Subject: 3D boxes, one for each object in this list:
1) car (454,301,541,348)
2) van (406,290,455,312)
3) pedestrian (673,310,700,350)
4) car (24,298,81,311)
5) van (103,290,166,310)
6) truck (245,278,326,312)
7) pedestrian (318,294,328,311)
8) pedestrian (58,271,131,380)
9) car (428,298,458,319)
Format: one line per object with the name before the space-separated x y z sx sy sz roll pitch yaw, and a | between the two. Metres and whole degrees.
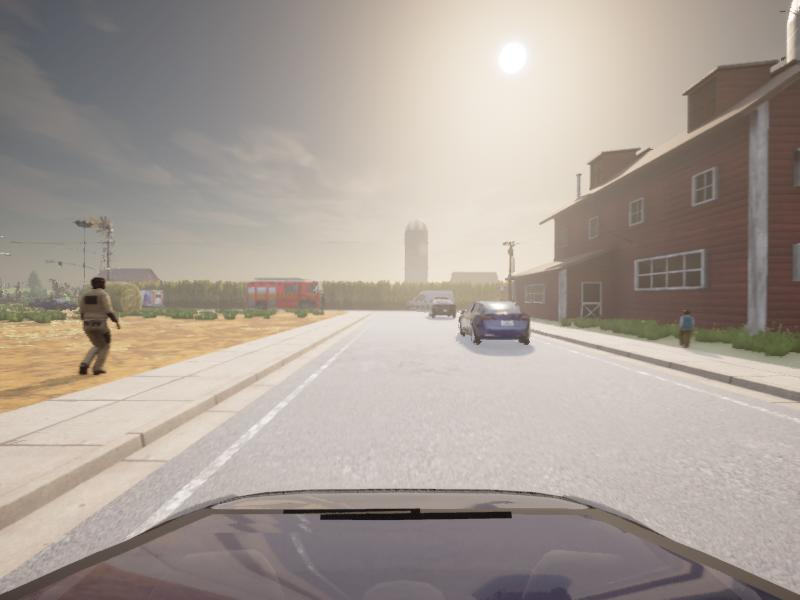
car | 3.500 0.796 15.400 2.163 1.488 4.792 0 0 0
van | 3.716 0.126 49.722 5.915 2.561 1.988 0 0 1
pedestrian | 8.312 0.849 11.621 0.500 1.100 0.500 0 0 17
car | -40.784 0.474 47.041 4.792 1.488 2.163 0 0 0
van | -33.247 0.018 50.278 6.366 2.431 2.351 0 0 1
truck | -13.172 -0.575 46.456 8.468 3.827 2.891 0 0 1
pedestrian | -8.173 0.273 42.439 0.751 1.860 0.751 0 0 19
pedestrian | -5.467 0.430 7.199 0.751 1.860 0.751 0 0 0
car | 3.496 0.627 33.526 1.930 1.638 5.238 0 0 0
